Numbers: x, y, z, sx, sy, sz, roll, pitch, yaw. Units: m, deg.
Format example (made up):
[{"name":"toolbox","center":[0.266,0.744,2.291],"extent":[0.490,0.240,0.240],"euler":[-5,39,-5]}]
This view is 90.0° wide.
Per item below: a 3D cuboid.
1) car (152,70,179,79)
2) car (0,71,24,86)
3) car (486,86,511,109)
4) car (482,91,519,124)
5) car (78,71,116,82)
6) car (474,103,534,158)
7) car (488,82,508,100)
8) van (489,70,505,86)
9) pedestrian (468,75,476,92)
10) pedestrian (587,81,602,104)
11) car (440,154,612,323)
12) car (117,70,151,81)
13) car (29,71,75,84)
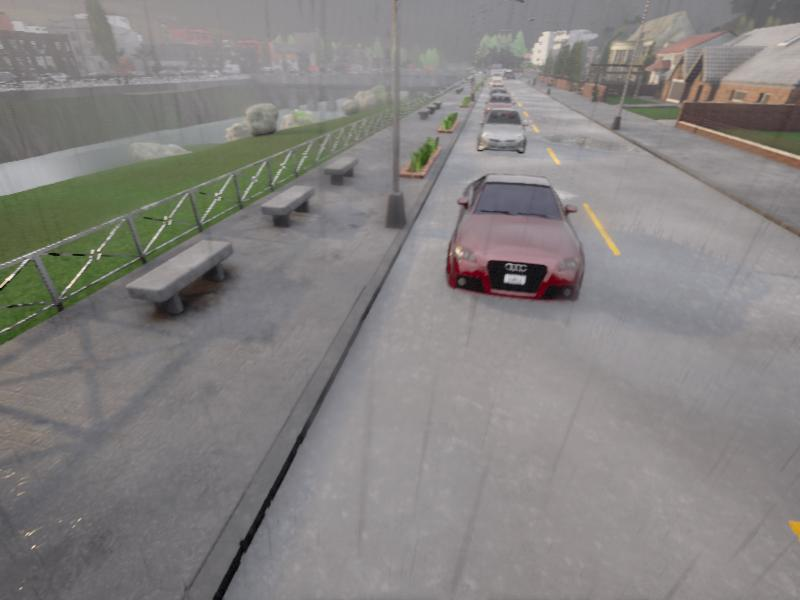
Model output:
[{"name":"car","center":[-47.411,-45.646,81.079],"extent":[1.837,1.490,4.892],"euler":[6,31,10]},{"name":"car","center":[-53.915,-29.639,53.546],"extent":[2.033,1.649,4.856],"euler":[6,31,10]},{"name":"car","center":[8.449,-17.404,34.344],"extent":[1.816,1.474,4.193],"euler":[6,31,10]},{"name":"car","center":[6.521,-12.676,26.201],"extent":[2.007,1.525,4.514],"euler":[6,31,10]},{"name":"car","center":[-50.699,-37.538,67.172],"extent":[1.882,1.535,5.008],"euler":[6,31,10]},{"name":"car","center":[4.355,-7.332,17.056],"extent":[2.007,1.525,4.514],"euler":[6,31,10]},{"name":"car","center":[10.650,-22.861,43.624],"extent":[1.845,1.501,3.633],"euler":[6,31,10]},{"name":"van","center":[18.014,-41.397,74.448],"extent":[2.351,2.431,6.366],"euler":[6,31,10]},{"name":"pedestrian","center":[9.459,-28.412,52.466],"extent":[0.751,1.860,0.751],"euler":[13,33,20]},{"name":"pedestrian","center":[18.005,-19.245,37.063],"extent":[0.751,1.860,0.751],"euler":[4,31,6]},{"name":"car","center":[1.986,-1.427,7.109],"extent":[1.994,1.385,4.181],"euler":[6,31,10]},{"name":"car","center":[-49.077,-41.588,74.000],"extent":[1.930,1.638,5.238],"euler":[6,31,10]},{"name":"car","center":[-52.321,-33.554,60.301],"extent":[2.038,1.542,4.974],"euler":[6,31,10]}]
